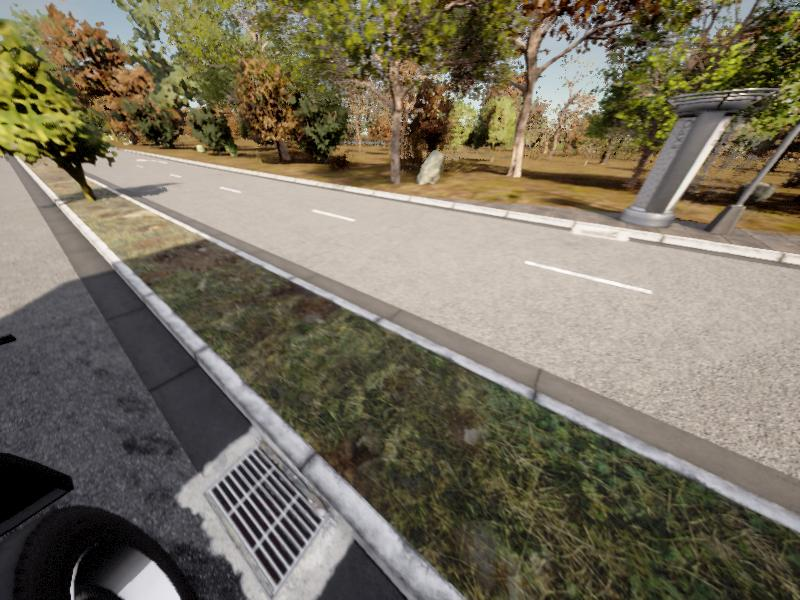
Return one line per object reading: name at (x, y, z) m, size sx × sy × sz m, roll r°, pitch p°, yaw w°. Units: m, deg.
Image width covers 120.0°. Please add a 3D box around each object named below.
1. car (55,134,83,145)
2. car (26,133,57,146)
car at (-55.694, -27.029, 38.867) m, size 3.705 × 1.549 × 1.789 m, roll 23°, pitch 41°, yaw 27°
car at (-56.262, -25.134, 36.213) m, size 3.988 × 1.617 × 1.851 m, roll 23°, pitch 41°, yaw 27°
